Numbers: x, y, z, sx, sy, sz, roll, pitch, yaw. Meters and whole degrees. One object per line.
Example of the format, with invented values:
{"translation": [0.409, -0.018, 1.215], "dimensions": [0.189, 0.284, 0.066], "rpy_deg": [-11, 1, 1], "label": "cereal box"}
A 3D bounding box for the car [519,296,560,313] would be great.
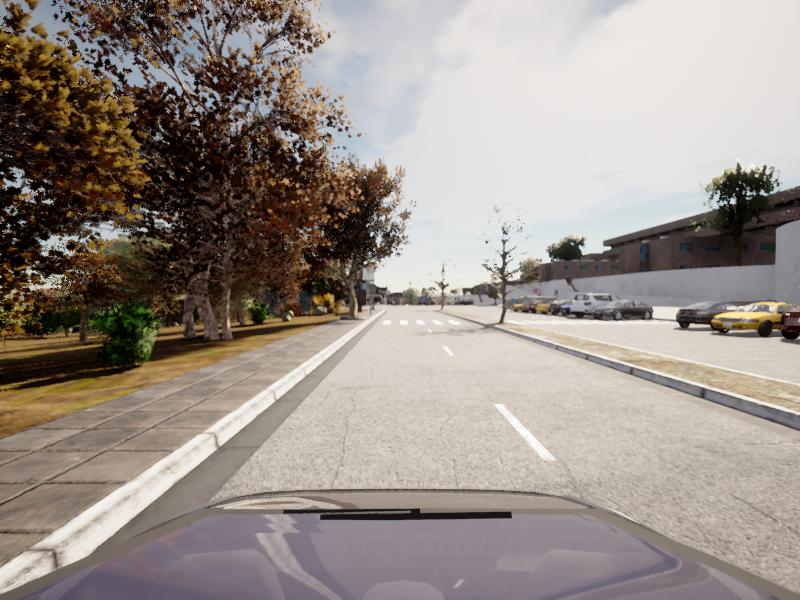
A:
{"translation": [16.720, 0.538, 48.063], "dimensions": [4.442, 1.987, 1.878], "rpy_deg": [1, 0, -20], "label": "car"}

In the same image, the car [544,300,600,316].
{"translation": [16.828, 0.750, 39.158], "dimensions": [4.892, 1.521, 2.231], "rpy_deg": [1, 0, -20], "label": "car"}

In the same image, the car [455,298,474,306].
{"translation": [16.667, 0.589, 103.331], "dimensions": [4.442, 1.987, 1.878], "rpy_deg": [1, -1, -20], "label": "car"}

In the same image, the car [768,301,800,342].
{"translation": [16.884, 0.822, 15.314], "dimensions": [4.792, 1.488, 2.163], "rpy_deg": [1, 0, -20], "label": "car"}

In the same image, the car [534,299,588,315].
{"translation": [17.005, 0.753, 42.206], "dimensions": [5.366, 1.575, 1.946], "rpy_deg": [1, 0, -20], "label": "car"}

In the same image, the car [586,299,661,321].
{"translation": [16.853, 0.749, 30.207], "dimensions": [4.892, 1.521, 2.231], "rpy_deg": [1, 0, -20], "label": "car"}

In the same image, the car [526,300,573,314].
{"translation": [16.855, 0.789, 45.136], "dimensions": [4.792, 1.488, 2.163], "rpy_deg": [1, 0, -20], "label": "car"}

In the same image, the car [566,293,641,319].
{"translation": [16.870, 0.494, 33.208], "dimensions": [5.566, 2.045, 2.435], "rpy_deg": [1, 0, -20], "label": "car"}

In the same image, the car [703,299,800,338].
{"translation": [16.682, 0.772, 18.218], "dimensions": [5.366, 1.575, 1.946], "rpy_deg": [1, 0, -20], "label": "car"}

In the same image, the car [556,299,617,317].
{"translation": [16.843, 0.746, 36.173], "dimensions": [5.008, 1.535, 2.097], "rpy_deg": [1, 0, -20], "label": "car"}

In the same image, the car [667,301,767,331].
{"translation": [16.848, 0.807, 21.267], "dimensions": [4.674, 1.452, 2.002], "rpy_deg": [1, 0, -20], "label": "car"}
